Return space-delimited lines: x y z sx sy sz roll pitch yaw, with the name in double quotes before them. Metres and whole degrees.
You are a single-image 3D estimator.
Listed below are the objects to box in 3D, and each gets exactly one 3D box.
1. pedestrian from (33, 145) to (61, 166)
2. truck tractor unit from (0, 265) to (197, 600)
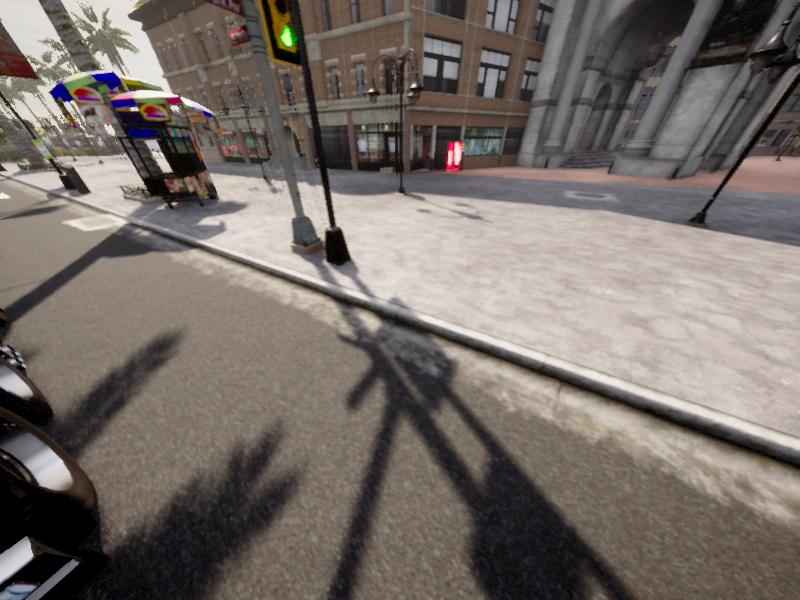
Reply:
"pedestrian" -37.633 -15.454 24.661 0.751 1.860 0.751 19 39 25
"truck tractor unit" -5.115 -0.295 0.781 6.516 4.208 3.053 18 39 24
